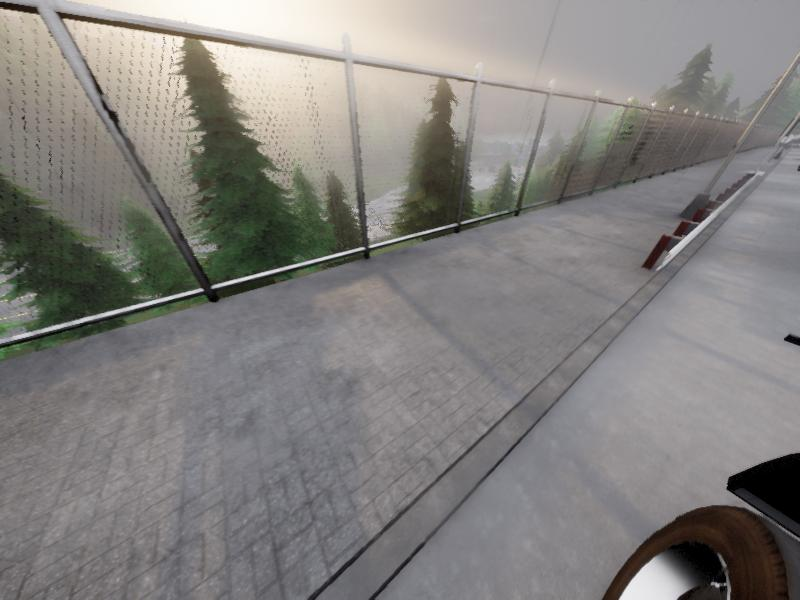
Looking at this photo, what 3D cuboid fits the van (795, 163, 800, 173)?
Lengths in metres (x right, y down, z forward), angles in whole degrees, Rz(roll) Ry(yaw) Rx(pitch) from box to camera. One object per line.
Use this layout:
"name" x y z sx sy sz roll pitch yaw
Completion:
"van" 32.257 -11.026 17.075 5.915 2.561 1.988 -22 41 -28
